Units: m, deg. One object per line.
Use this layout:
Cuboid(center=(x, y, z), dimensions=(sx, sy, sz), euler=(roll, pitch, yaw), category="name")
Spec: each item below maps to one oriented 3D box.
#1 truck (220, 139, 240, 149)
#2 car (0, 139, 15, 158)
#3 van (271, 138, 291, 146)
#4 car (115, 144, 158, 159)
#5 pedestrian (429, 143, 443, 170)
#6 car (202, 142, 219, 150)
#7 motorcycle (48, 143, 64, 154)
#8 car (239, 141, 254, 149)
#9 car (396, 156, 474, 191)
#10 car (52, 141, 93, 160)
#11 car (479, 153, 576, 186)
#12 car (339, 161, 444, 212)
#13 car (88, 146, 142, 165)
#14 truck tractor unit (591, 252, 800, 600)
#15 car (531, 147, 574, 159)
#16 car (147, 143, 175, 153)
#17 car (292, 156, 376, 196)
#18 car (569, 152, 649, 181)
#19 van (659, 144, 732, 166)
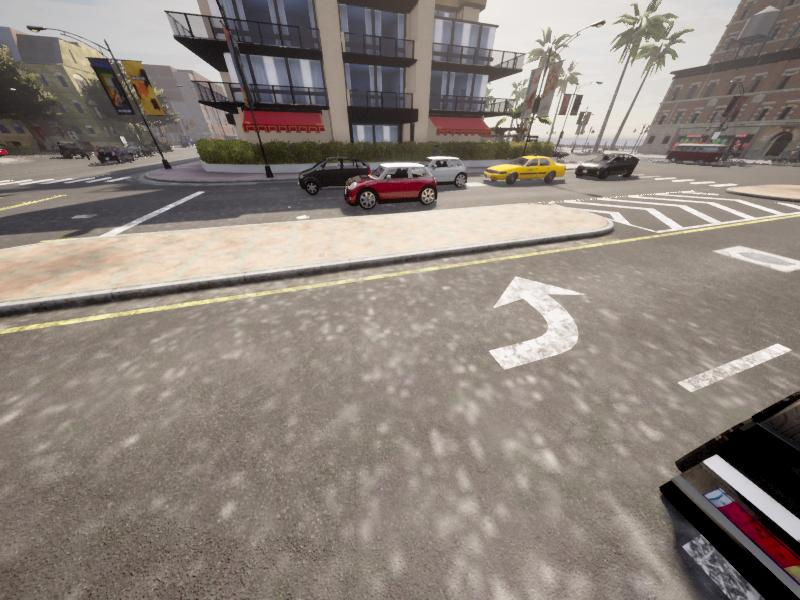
Cuboid(center=(-44.476, -40.915, 60.614), dimensions=(2.390, 2.098, 6.274), euler=(-10, 36, -15), category="truck")
Cuboid(center=(-56.858, -20.030, 30.573), dimensions=(5.566, 2.045, 2.150), euler=(-9, 36, -13), category="car")
Cuboid(center=(-46.062, -61.295, 89.585), dimensions=(6.366, 2.431, 2.351), euler=(-29, 44, -35), category="van")
Cuboid(center=(-37.324, -21.248, 32.944), dimensions=(1.837, 1.490, 4.892), euler=(-10, 37, -15), category="car")
Cuboid(center=(3.009, -12.155, 19.543), dimensions=(0.751, 1.860, 0.751), euler=(-10, 36, -15), category="pedestrian")
Cuboid(center=(-46.616, -37.880, 56.861), dimensions=(1.970, 1.475, 3.806), euler=(-10, 36, -15), category="car")
Cuboid(center=(-57.957, -25.514, 38.886), dimensions=(2.356, 1.277, 0.764), euler=(28, 53, 34), category="motorcycle")
Cuboid(center=(-41.580, -42.110, 62.751), dimensions=(2.033, 1.649, 4.856), euler=(-10, 36, -15), category="car")
Cuboid(center=(1.880, -7.318, 13.233), dimensions=(3.806, 1.475, 1.970), euler=(-10, 36, -14), category="car")
Cuboid(center=(-42.264, -19.337, 29.818), dimensions=(3.866, 1.878, 1.905), euler=(20, 39, 25), category="car")
Cuboid(center=(8.068, -8.448, 14.808), dimensions=(5.366, 1.575, 1.801), euler=(-10, 36, -14), category="car")
Cuboid(center=(-0.414, -4.821, 9.630), dimensions=(3.806, 1.475, 1.970), euler=(-10, 36, -14), category="car")
Cuboid(center=(-30.522, -15.636, 24.902), dimensions=(1.845, 1.501, 3.633), euler=(-10, 36, -15), category="car")
Cuboid(center=(5.283, -0.073, 0.452), dimensions=(6.516, 4.208, 3.053), euler=(-10, 36, -14), category="truck tractor unit")
Cuboid(center=(23.246, -22.676, 35.517), dimensions=(2.033, 1.411, 5.357), euler=(-10, 36, -14), category="car")
Cuboid(center=(-45.275, -28.916, 43.948), dimensions=(1.812, 1.442, 4.674), euler=(-10, 36, -15), category="car")
Cuboid(center=(-3.305, -6.441, 11.868), dimensions=(3.705, 1.549, 1.789), euler=(-10, 36, -14), category="car")
Cuboid(center=(15.182, -9.818, 16.874), dimensions=(4.514, 1.525, 2.007), euler=(-13, 37, -18), category="car")
Cuboid(center=(33.792, -16.809, 26.646), dimensions=(1.775, 1.987, 4.442), euler=(-10, 36, -14), category="van")
